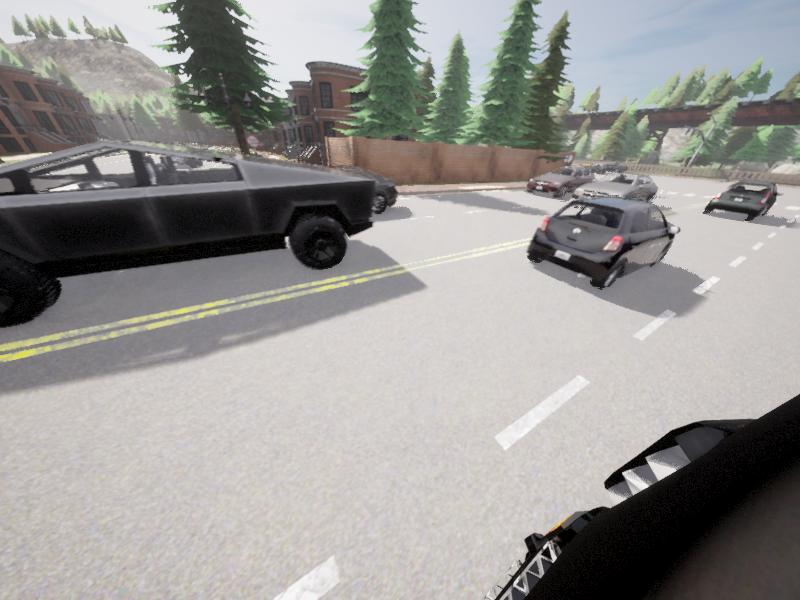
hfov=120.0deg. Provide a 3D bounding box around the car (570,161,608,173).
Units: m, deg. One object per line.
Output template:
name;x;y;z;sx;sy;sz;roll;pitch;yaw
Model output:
car;35.215;-24.960;43.252;2.038;1.542;4.974;-16;37;-26

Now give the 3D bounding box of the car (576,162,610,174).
car;33.388;-22.867;39.991;1.970;1.475;3.806;-15;38;-26

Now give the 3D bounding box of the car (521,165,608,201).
car;10.668;-7.683;15.018;5.027;1.651;2.152;-16;38;-26

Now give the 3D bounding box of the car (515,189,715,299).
car;4.857;-1.550;5.349;3.633;1.501;1.845;-16;38;-26

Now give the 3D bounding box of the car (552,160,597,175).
car;27.536;-21.041;36.611;2.152;1.651;5.027;-16;38;-26

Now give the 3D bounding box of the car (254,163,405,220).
car;-2.456;-4.184;8.754;4.892;1.490;1.837;-12;37;-22

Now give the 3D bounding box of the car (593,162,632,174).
car;39.461;-24.570;43.054;1.837;1.490;4.892;-16;38;-26

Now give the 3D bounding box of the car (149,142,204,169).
car;-18.010;-11.911;18.957;2.033;1.649;4.856;-14;37;-24

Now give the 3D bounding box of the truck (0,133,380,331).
truck;-3.728;-1.602;4.200;6.274;2.098;2.390;-16;38;-26

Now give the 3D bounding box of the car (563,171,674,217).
car;11.281;-5.624;11.956;5.027;1.651;2.152;-16;38;-26

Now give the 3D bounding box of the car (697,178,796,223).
car;17.889;-5.245;11.943;3.988;1.617;1.851;-16;38;-26
